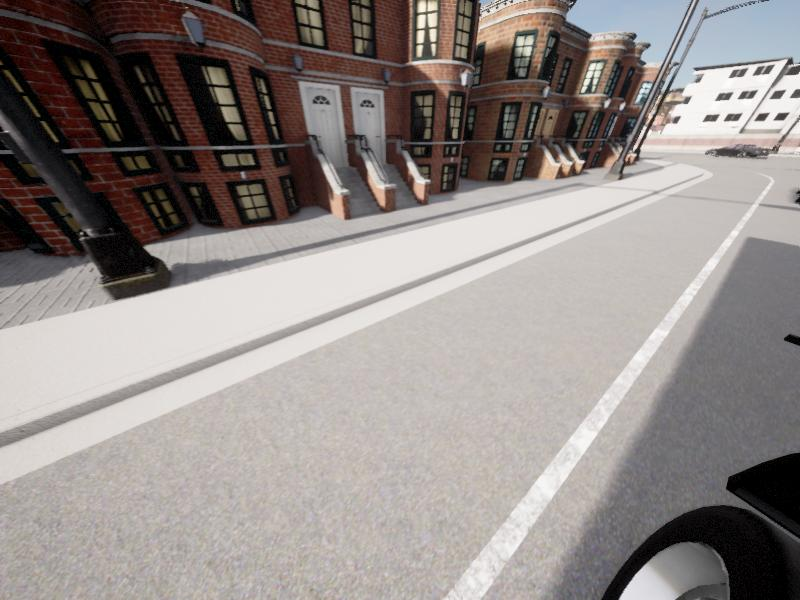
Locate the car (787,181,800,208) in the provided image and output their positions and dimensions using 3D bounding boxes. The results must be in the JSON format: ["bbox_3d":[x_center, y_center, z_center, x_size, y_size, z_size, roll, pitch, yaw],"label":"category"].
[{"bbox_3d":[17.931,-4.657,9.205,5.357,1.411,2.033,-22,40,-28],"label":"car"}]

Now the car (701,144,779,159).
[{"bbox_3d":[42.508,-18.811,29.164,2.033,1.411,5.357,-3,35,-4],"label":"car"}]
